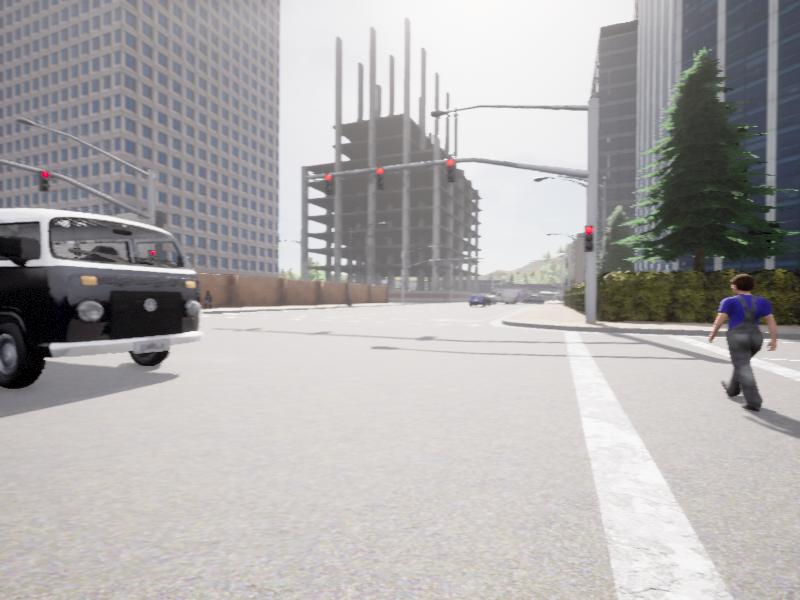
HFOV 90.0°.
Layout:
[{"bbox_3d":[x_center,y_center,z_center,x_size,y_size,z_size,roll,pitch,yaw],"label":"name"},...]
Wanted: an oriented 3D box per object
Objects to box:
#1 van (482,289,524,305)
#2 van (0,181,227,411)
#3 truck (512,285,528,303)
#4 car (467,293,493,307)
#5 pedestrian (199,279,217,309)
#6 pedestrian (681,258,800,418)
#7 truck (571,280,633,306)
[{"bbox_3d":[16.313,-0.495,63.183,6.366,2.431,2.351,0,0,-26],"label":"van"},{"bbox_3d":[-4.851,-0.108,5.321,4.480,2.038,2.069,2,1,21],"label":"van"},{"bbox_3d":[27.653,-1.305,91.997,2.891,3.827,8.468,1,0,22],"label":"truck"},{"bbox_3d":[9.231,0.017,45.921,2.007,1.525,4.514,1,0,23],"label":"car"},{"bbox_3d":[-12.070,-0.358,25.164,0.751,1.860,0.751,1,0,17],"label":"pedestrian"},{"bbox_3d":[3.181,0.303,3.650,0.751,1.300,0.751,1,0,11],"label":"pedestrian"},{"bbox_3d":[31.525,-1.069,62.922,8.468,3.827,2.891,1,0,21],"label":"truck"}]
